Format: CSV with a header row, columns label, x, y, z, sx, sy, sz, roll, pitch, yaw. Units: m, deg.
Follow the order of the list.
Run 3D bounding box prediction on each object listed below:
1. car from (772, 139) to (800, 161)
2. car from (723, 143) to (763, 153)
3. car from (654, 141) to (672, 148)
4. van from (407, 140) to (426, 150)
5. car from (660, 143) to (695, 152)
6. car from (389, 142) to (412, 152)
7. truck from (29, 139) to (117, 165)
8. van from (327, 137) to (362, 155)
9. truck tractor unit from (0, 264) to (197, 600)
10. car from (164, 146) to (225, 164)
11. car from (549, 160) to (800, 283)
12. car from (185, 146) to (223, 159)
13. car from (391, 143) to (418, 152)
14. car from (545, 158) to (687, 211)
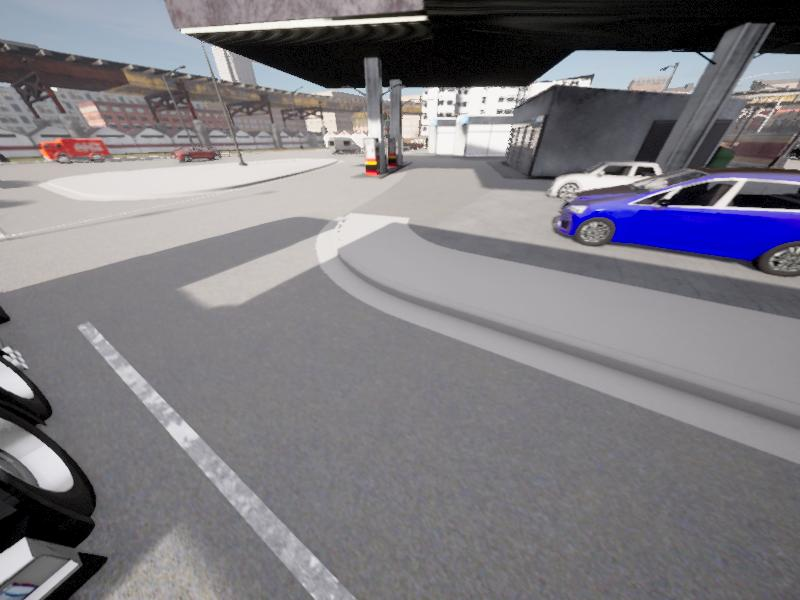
label,x,y,z,sx,sy,sz,roll,pitch,yaw
car,48.595,-17.771,27.361,2.150,2.045,5.566,16,38,22
car,64.563,-28.727,43.516,1.970,1.475,3.806,-21,40,-27
car,74.377,-44.153,65.461,1.801,1.575,5.366,17,39,24
van,4.349,-40.972,60.947,4.480,2.038,2.069,-5,35,-6
car,53.940,-29.750,45.075,3.806,1.475,1.970,19,39,25
car,0.167,-34.028,51.225,4.553,1.767,2.097,-12,37,-16
truck,-38.886,-17.857,27.715,2.627,2.467,5.204,18,39,24
van,-10.106,-28.592,42.852,1.988,2.561,5.915,29,45,35
truck tractor unit,-5.118,-0.291,0.793,6.516,4.208,3.053,18,39,24
car,-25.813,-18.491,29.271,2.152,1.651,5.027,18,39,25
car,6.314,-2.035,5.201,4.611,1.667,2.242,18,39,25
car,-29.734,-22.519,35.141,1.789,1.549,3.705,18,38,24
car,0.963,-32.152,48.664,5.238,1.638,1.930,-11,36,-16
car,8.527,-4.974,9.682,3.806,1.475,1.970,18,39,25
